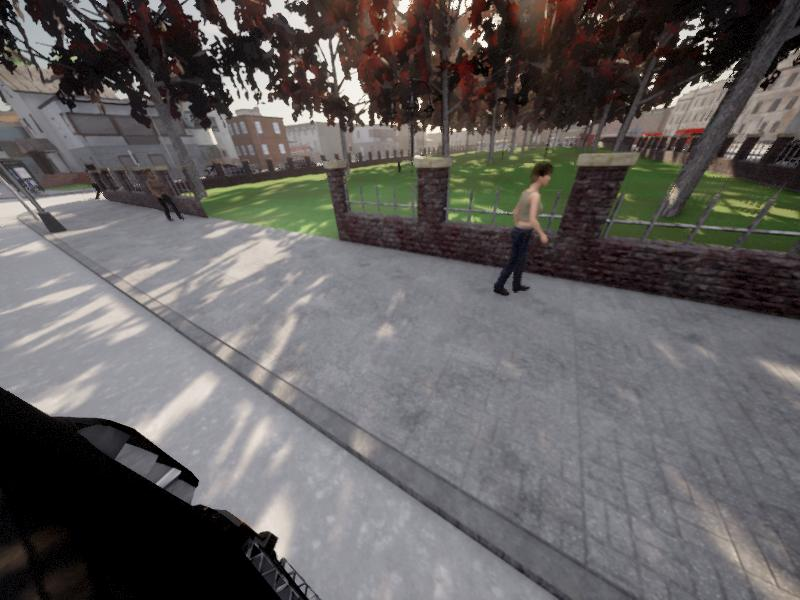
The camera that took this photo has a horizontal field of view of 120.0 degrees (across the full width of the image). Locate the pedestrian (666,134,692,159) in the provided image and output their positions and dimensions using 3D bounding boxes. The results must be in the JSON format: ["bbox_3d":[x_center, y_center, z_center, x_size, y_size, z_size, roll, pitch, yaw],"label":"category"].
[{"bbox_3d":[25.958,-14.290,21.495,0.751,1.860,0.751,18,39,29],"label":"pedestrian"}]

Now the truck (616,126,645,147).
[{"bbox_3d":[57.994,-41.302,58.463,2.891,3.827,8.468,16,38,26],"label":"truck"}]

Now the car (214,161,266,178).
[{"bbox_3d":[-20.561,-16.988,29.979,2.128,1.511,4.902,16,38,26],"label":"car"}]

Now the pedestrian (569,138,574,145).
[{"bbox_3d":[55.375,-51.062,74.599,0.751,1.860,0.751,14,37,24],"label":"pedestrian"}]

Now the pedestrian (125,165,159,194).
[{"bbox_3d":[-18.999,-8.872,17.043,0.751,1.860,0.751,13,37,22],"label":"pedestrian"}]

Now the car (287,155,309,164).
[{"bbox_3d":[-24.725,-34.006,55.923,4.856,1.649,2.033,18,39,29],"label":"car"}]

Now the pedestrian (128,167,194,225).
[{"bbox_3d":[-8.822,-3.852,8.616,0.751,1.860,0.751,10,36,20],"label":"pedestrian"}]

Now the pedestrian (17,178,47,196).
[{"bbox_3d":[-31.687,-9.749,19.912,0.751,1.300,0.751,-30,42,-35],"label":"pedestrian"}]

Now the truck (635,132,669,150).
[{"bbox_3d":[46.985,-29.802,43.258,2.627,2.467,5.204,16,38,26],"label":"truck"}]

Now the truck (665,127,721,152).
[{"bbox_3d":[37.891,-20.905,30.192,2.627,2.467,5.204,16,38,27],"label":"truck"}]

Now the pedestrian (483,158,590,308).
[{"bbox_3d":[1.730,-0.896,3.278,0.751,1.860,0.751,6,35,13],"label":"pedestrian"}]

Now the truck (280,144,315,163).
[{"bbox_3d":[-26.560,-37.905,59.973,8.468,3.827,2.891,15,38,25],"label":"truck"}]

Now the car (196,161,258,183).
[{"bbox_3d":[-18.784,-14.112,25.382,2.033,1.649,4.856,14,37,24],"label":"car"}]

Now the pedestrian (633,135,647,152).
[{"bbox_3d":[34.011,-22.185,32.753,0.751,1.860,0.751,22,41,32],"label":"pedestrian"}]

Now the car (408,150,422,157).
[{"bbox_3d":[4.348,-41.346,65.109,1.837,1.490,4.892,16,38,26],"label":"car"}]

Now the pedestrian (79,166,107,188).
[{"bbox_3d":[-30.951,-12.376,23.310,0.751,1.860,0.751,-22,38,-26],"label":"pedestrian"}]

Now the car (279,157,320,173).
[{"bbox_3d":[-13.889,-18.914,32.334,2.128,1.511,4.902,14,37,24],"label":"car"}]

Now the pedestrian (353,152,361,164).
[{"bbox_3d":[-7.510,-24.733,40.235,0.751,1.860,0.751,21,40,32],"label":"pedestrian"}]

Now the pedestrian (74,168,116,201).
[{"bbox_3d":[-19.961,-7.581,15.172,0.751,1.860,0.751,14,37,24],"label":"pedestrian"}]

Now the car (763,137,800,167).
[{"bbox_3d":[26.660,-9.466,14.677,1.882,1.535,5.008,16,38,27],"label":"car"}]

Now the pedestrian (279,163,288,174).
[{"bbox_3d":[-13.897,-15.655,27.552,0.500,1.100,0.500,-20,37,-24],"label":"pedestrian"}]

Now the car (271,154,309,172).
[{"bbox_3d":[-16.566,-20.760,34.998,1.932,1.855,4.605,18,40,28],"label":"car"}]
